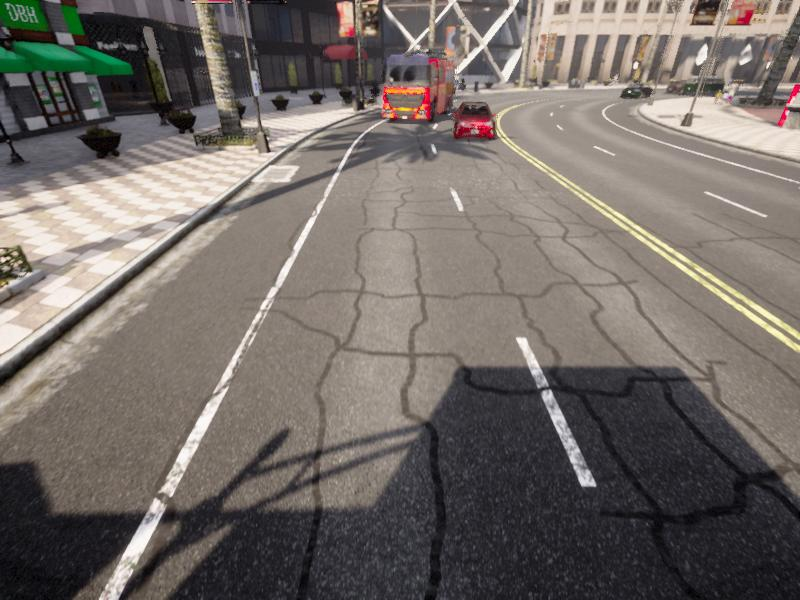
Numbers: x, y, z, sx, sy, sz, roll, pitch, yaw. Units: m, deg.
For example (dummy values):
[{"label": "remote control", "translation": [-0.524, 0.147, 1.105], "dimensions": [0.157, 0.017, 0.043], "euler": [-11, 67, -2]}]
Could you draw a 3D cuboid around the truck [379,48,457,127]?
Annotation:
[{"label": "truck", "translation": [1.423, -13.831, 25.824], "dimensions": [2.891, 3.827, 8.468], "euler": [8, 31, 14]}]

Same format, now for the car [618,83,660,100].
[{"label": "car", "translation": [25.710, -22.423, 42.948], "dimensions": [4.181, 1.385, 1.994], "euler": [-20, 36, -31]}]

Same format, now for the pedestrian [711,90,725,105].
[{"label": "pedestrian", "translation": [26.970, -17.189, 33.931], "dimensions": [0.500, 1.100, 0.500], "euler": [-19, 35, -29]}]

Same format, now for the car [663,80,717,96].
[{"label": "car", "translation": [36.175, -26.569, 50.071], "dimensions": [5.027, 1.651, 2.152], "euler": [-4, 31, -7]}]

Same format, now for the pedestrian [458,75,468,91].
[{"label": "pedestrian", "translation": [8.124, -27.961, 51.551], "dimensions": [0.751, 1.860, 0.751], "euler": [-23, 38, -34]}]

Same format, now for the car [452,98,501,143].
[{"label": "car", "translation": [3.619, -8.926, 19.723], "dimensions": [2.007, 1.525, 4.514], "euler": [3, 31, 6]}]

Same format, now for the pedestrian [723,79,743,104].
[{"label": "pedestrian", "translation": [28.735, -17.987, 34.543], "dimensions": [0.751, 1.860, 0.751], "euler": [24, 38, 35]}]

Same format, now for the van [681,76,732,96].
[{"label": "van", "translation": [35.754, -25.001, 46.750], "dimensions": [4.442, 1.987, 1.775], "euler": [-6, 31, -11]}]

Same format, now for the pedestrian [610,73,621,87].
[{"label": "pedestrian", "translation": [33.888, -34.562, 62.852], "dimensions": [0.751, 1.860, 0.751], "euler": [-9, 32, -16]}]

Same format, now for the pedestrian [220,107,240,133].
[{"label": "pedestrian", "translation": [-8.289, -8.764, 19.506], "dimensions": [0.500, 1.100, 0.500], "euler": [4, 31, 6]}]

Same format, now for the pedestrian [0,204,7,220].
[{"label": "pedestrian", "translation": [-8.939, -2.416, 7.915], "dimensions": [0.751, 1.860, 0.751], "euler": [1, 30, 2]}]

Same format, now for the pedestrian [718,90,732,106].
[{"label": "pedestrian", "translation": [27.046, -16.822, 33.305], "dimensions": [0.500, 1.100, 0.500], "euler": [14, 33, 22]}]

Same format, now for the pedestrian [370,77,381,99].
[{"label": "pedestrian", "translation": [-2.423, -20.765, 39.253], "dimensions": [0.751, 1.860, 0.751], "euler": [14, 33, 22]}]
